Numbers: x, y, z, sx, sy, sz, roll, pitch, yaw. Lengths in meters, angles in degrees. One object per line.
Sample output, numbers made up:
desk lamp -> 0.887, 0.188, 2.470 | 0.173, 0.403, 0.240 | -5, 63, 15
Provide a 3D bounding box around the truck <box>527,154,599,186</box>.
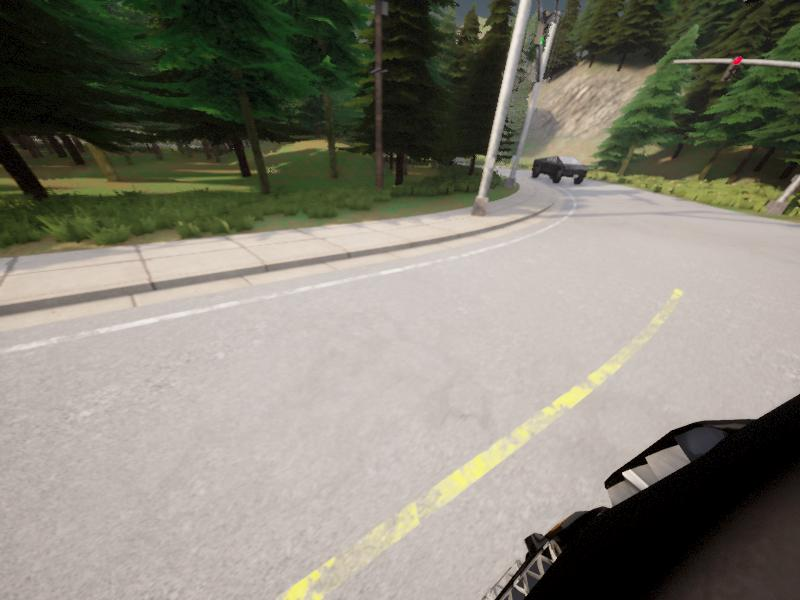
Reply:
truck -> 15.102, -12.551, 22.095 | 2.390, 2.098, 6.274 | 3, 34, 0
